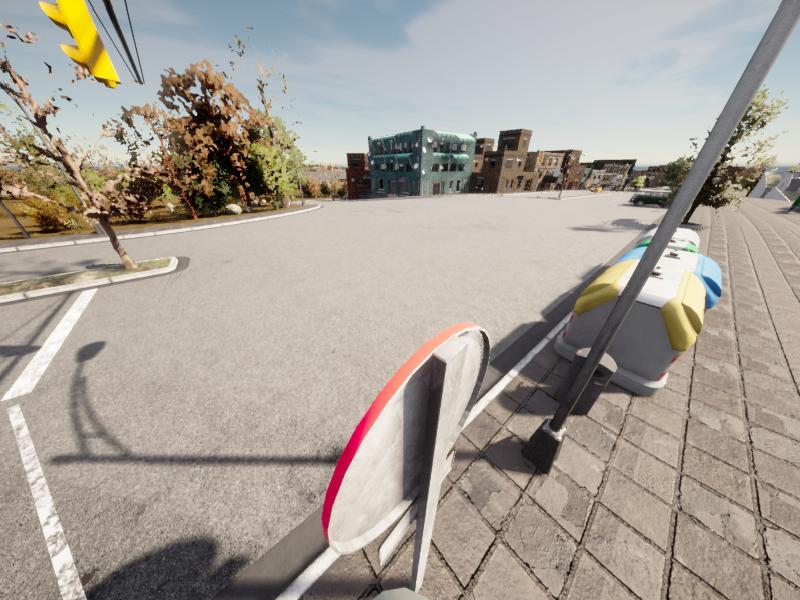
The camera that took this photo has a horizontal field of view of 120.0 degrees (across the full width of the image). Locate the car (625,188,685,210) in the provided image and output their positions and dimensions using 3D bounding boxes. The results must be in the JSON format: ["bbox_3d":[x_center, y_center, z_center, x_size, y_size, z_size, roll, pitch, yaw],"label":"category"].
[{"bbox_3d":[32.099,-12.864,29.311,4.442,1.987,1.878,17,33,25],"label":"car"}]

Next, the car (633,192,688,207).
[{"bbox_3d":[36.754,-14.328,32.812,4.674,1.452,2.002,17,33,25],"label":"car"}]

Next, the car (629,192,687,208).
[{"bbox_3d":[34.472,-13.468,31.109,4.674,1.452,2.002,17,32,25],"label":"car"}]

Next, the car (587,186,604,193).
[{"bbox_3d":[49.053,-27.766,58.014,5.008,1.535,1.882,-20,36,-35],"label":"car"}]
